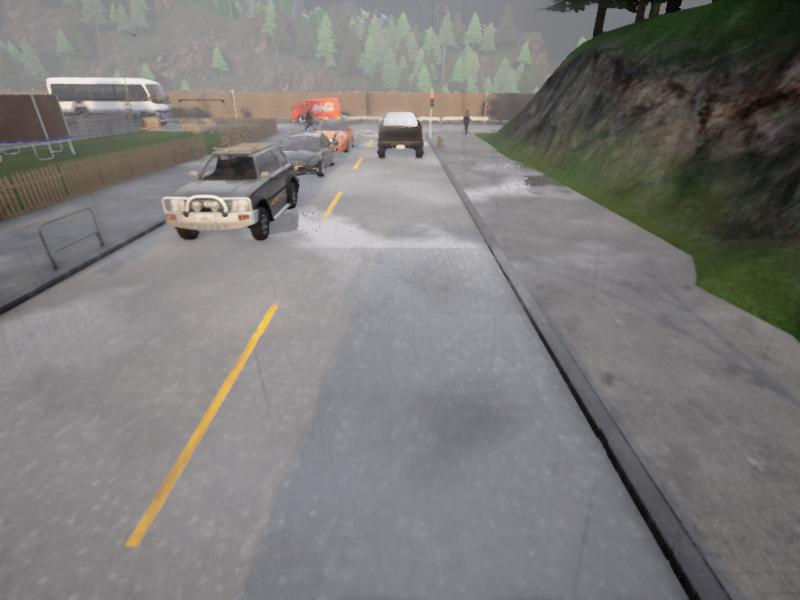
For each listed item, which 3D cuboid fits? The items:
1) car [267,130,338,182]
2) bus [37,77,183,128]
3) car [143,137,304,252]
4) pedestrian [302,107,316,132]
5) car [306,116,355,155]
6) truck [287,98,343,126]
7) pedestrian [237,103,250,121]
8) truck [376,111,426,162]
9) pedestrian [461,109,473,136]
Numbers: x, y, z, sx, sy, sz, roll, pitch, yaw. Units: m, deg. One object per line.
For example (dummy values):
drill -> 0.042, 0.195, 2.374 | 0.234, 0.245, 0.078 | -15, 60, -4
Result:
car -> -3.977, -6.356, 17.274 | 1.837, 1.490, 4.892 | 0, 27, 0
bus -> -27.753, -19.246, 39.010 | 10.273, 4.253, 3.944 | 0, 27, 0
car -> -3.984, -2.916, 10.177 | 1.932, 1.855, 4.605 | 0, 27, 0
pedestrian -> -7.745, -15.424, 34.155 | 0.751, 1.860, 0.751 | 7, 28, 12
car -> -3.950, -9.811, 23.656 | 2.097, 1.767, 4.553 | 0, 27, 0
truck -> -8.994, -20.170, 42.877 | 5.204, 2.467, 2.627 | -2, 27, 1
pedestrian -> -18.171, -21.808, 46.426 | 0.751, 1.860, 0.751 | 12, 29, 22
truck -> 0.031, -9.279, 22.337 | 2.390, 2.098, 6.274 | 0, 27, 0
pedestrian -> 5.259, -13.983, 31.491 | 0.751, 1.860, 0.751 | 0, 27, 0
